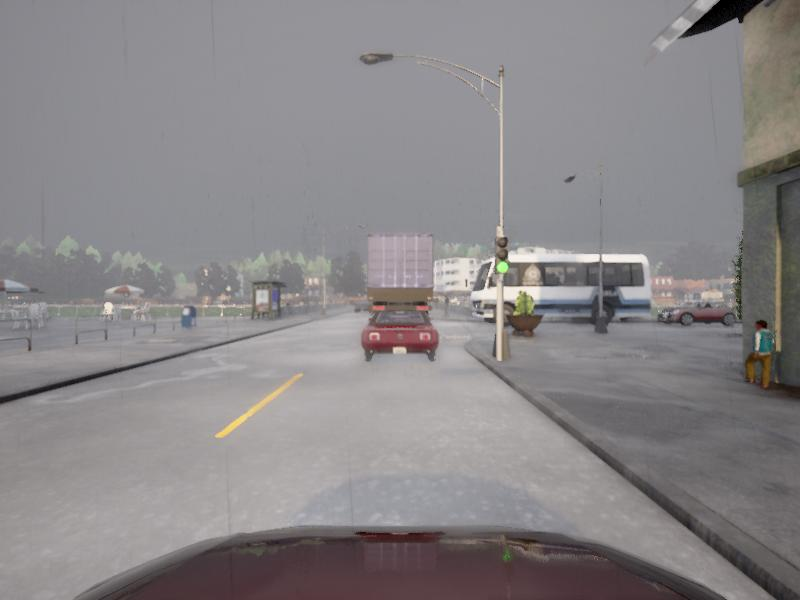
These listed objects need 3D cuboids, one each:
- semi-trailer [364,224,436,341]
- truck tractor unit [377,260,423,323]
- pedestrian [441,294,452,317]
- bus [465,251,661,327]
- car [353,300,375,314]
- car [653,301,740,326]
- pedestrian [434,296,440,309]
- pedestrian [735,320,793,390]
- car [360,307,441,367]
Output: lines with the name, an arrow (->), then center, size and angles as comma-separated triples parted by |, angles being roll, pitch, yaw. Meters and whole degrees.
semi-trailer -> 0.008, -0.688, 22.185 | 2.717, 4.402, 14.254 | 0, 0, 0
truck tractor unit -> 0.011, -0.618, 30.099 | 3.053, 4.208, 6.516 | 0, 0, 0
pedestrian -> 3.708, 0.424, 31.956 | 0.751, 1.860, 0.751 | 0, 0, -1
bus -> 9.389, -0.610, 24.239 | 10.273, 4.253, 3.944 | 0, 0, -1
car -> -3.980, 0.754, 44.903 | 2.033, 1.411, 5.357 | 0, 0, 0
car -> 18.007, 0.777, 24.430 | 3.806, 1.475, 1.970 | 0, 0, 0
pedestrian -> 5.130, 0.359, 55.395 | 0.751, 1.860, 0.751 | 0, 0, 0
pedestrian -> 6.010, 0.893, 6.630 | 0.500, 1.100, 0.500 | 0, 0, 0
car -> 0.003, 0.907, 11.729 | 1.895, 1.301, 4.718 | 0, 0, 0
